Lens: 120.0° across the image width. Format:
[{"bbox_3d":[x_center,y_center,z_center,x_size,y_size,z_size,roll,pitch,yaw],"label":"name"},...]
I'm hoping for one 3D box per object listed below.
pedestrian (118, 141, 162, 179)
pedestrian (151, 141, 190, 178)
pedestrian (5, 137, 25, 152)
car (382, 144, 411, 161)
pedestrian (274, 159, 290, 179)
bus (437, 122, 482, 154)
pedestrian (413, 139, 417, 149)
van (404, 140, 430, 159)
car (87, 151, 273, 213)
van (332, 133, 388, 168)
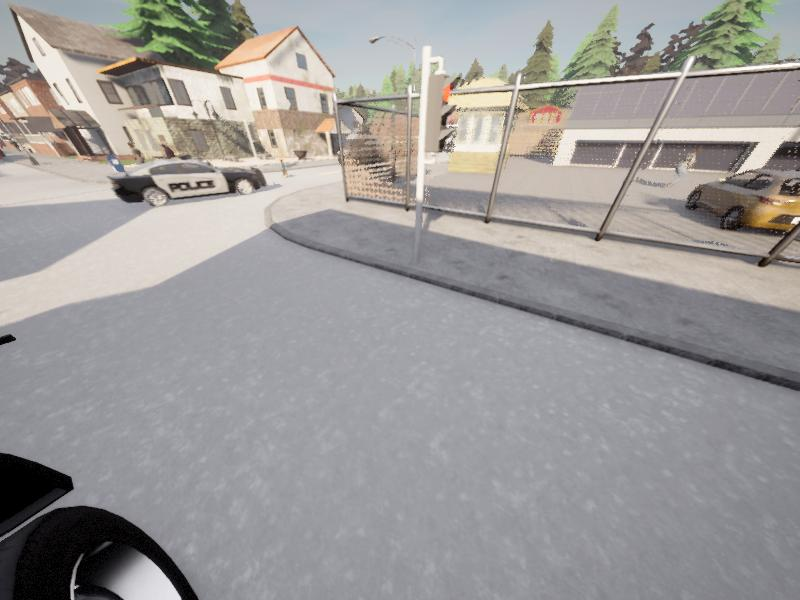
[{"bbox_3d":[-15.511,-8.379,13.844,0.751,1.860,0.751,-6,36,-9],"label":"pedestrian"},{"bbox_3d":[-13.950,-8.554,14.103,0.751,1.860,0.751,-5,35,-7],"label":"pedestrian"},{"bbox_3d":[-59.196,-23.861,35.519,0.751,1.860,0.751,22,41,28],"label":"pedestrian"},{"bbox_3d":[-0.396,-17.644,27.608,1.789,1.549,3.705,19,39,24],"label":"car"},{"bbox_3d":[-7.517,-8.360,14.730,0.500,1.100,0.500,1,35,1],"label":"pedestrian"},{"bbox_3d":[10.171,-28.908,41.329,3.944,4.253,10.273,-5,36,-7],"label":"bus"},{"bbox_3d":[3.342,-34.729,51.397,0.751,1.860,0.751,10,36,13],"label":"pedestrian"},{"bbox_3d":[2.354,-20.552,31.380,1.775,1.987,4.442,18,39,23],"label":"van"},{"bbox_3d":[-8.757,-5.252,9.883,5.238,1.638,1.930,-29,45,-35],"label":"car"},{"bbox_3d":[-3.632,-14.771,22.652,1.988,2.561,5.915,19,39,25],"label":"van"}]
